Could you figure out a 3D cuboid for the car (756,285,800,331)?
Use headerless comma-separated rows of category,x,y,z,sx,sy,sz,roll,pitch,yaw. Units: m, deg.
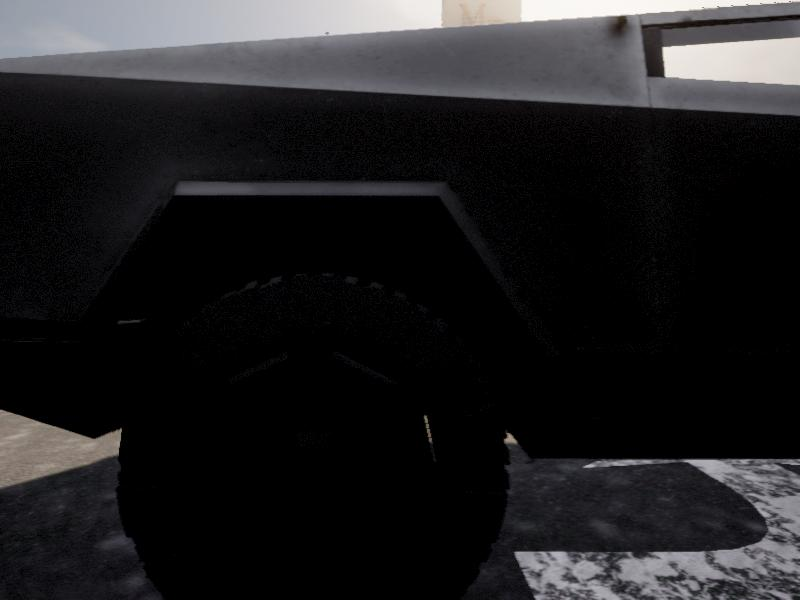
car,15.501,0.272,13.731,4.892,1.490,1.837,0,0,0

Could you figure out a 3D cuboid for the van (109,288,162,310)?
van,-25.242,-0.073,38.386,2.069,2.038,4.480,0,0,0

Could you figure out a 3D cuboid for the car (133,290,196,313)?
car,-18.189,0.123,31.215,2.242,1.667,4.611,0,0,0

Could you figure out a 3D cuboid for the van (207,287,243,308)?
van,-21.861,-0.320,50.387,1.988,2.561,5.915,0,0,0

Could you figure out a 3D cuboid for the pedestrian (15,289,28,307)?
pedestrian,-40.423,-0.190,42.717,0.751,1.860,0.751,0,0,11

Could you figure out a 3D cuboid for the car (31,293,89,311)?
car,-28.710,0.174,33.951,1.845,1.501,3.633,0,0,0

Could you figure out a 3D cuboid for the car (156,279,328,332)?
car,-5.167,0.170,13.660,5.027,1.651,2.152,0,0,0

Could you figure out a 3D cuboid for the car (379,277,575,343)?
car,1.768,0.230,10.198,4.514,1.525,2.007,0,0,0

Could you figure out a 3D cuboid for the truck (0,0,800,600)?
truck,1.672,-0.057,2.202,6.274,2.098,2.390,0,0,0

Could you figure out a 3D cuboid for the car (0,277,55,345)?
car,-10.766,0.232,9.203,3.806,1.475,1.970,0,0,-13
